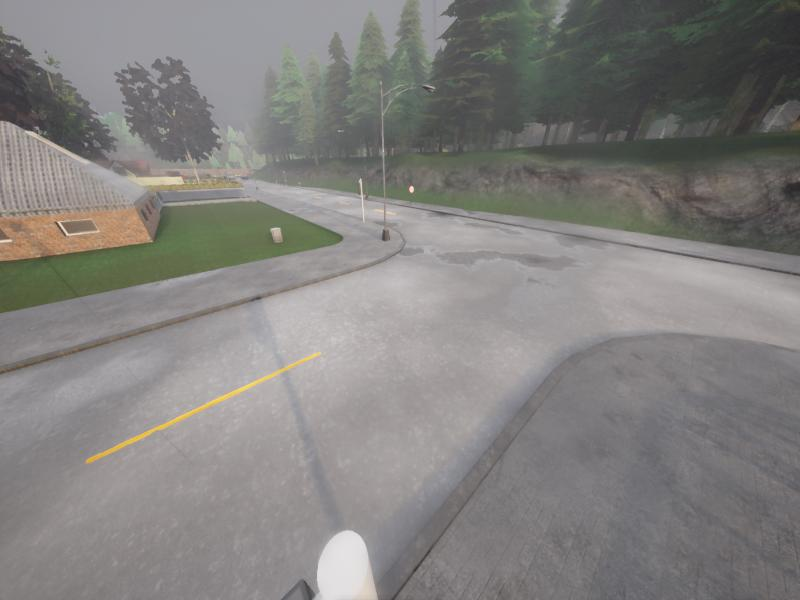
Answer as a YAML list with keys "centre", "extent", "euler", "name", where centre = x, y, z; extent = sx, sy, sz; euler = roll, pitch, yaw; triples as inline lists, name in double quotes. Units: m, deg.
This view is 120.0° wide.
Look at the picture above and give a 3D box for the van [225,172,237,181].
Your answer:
- centre: [-57.654, -42.183, 78.692]
  extent: [1.988, 2.561, 5.915]
  euler: [-23, 37, -34]
  name: "van"
